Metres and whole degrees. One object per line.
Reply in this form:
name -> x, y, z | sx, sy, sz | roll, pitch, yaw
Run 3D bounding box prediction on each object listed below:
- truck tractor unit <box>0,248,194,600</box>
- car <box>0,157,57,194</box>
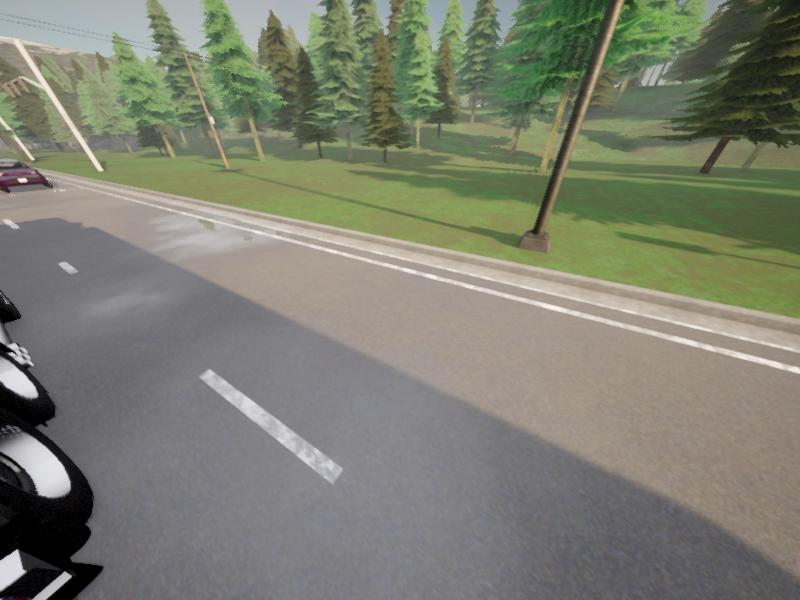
truck tractor unit -> -5.082, -0.330, 0.813 | 6.516, 4.208, 3.053 | 20, 39, 25
car -> -22.560, -7.335, 13.432 | 4.193, 1.474, 1.816 | 18, 39, 24
